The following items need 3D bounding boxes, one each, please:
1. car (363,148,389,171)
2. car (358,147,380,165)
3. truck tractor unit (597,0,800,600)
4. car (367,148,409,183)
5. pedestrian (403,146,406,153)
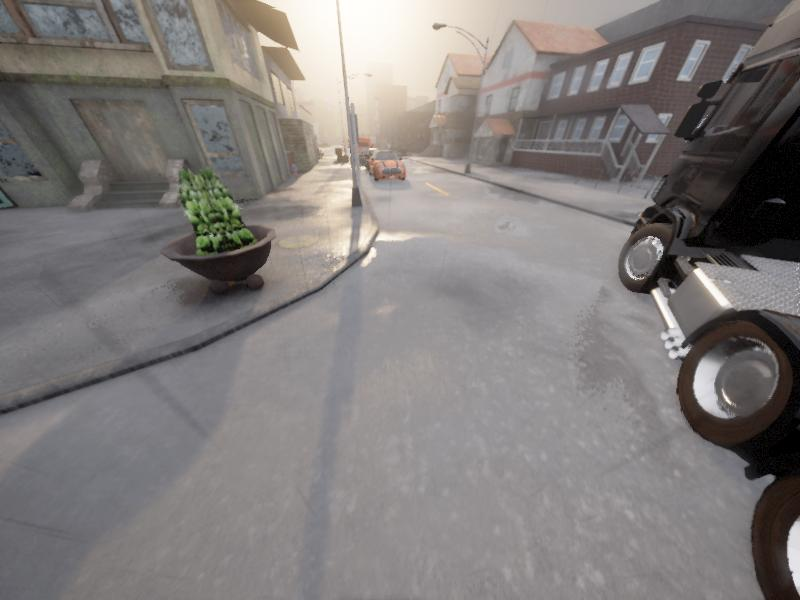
[{"bbox_3d":[-2.327,-13.183,21.589,1.851,1.617,3.988,-7,35,-10],"label":"car"},{"bbox_3d":[-3.714,-16.922,27.033,2.038,1.542,4.974,-7,35,-10],"label":"car"},{"bbox_3d":[4.403,-0.708,1.355,3.053,4.208,6.516,18,39,24],"label":"truck tractor unit"},{"bbox_3d":[-0.968,-9.586,16.250,2.097,1.767,4.553,-7,35,-10],"label":"car"},{"bbox_3d":[0.847,-29.459,45.284,0.500,1.100,0.500,-8,36,-12],"label":"pedestrian"}]
